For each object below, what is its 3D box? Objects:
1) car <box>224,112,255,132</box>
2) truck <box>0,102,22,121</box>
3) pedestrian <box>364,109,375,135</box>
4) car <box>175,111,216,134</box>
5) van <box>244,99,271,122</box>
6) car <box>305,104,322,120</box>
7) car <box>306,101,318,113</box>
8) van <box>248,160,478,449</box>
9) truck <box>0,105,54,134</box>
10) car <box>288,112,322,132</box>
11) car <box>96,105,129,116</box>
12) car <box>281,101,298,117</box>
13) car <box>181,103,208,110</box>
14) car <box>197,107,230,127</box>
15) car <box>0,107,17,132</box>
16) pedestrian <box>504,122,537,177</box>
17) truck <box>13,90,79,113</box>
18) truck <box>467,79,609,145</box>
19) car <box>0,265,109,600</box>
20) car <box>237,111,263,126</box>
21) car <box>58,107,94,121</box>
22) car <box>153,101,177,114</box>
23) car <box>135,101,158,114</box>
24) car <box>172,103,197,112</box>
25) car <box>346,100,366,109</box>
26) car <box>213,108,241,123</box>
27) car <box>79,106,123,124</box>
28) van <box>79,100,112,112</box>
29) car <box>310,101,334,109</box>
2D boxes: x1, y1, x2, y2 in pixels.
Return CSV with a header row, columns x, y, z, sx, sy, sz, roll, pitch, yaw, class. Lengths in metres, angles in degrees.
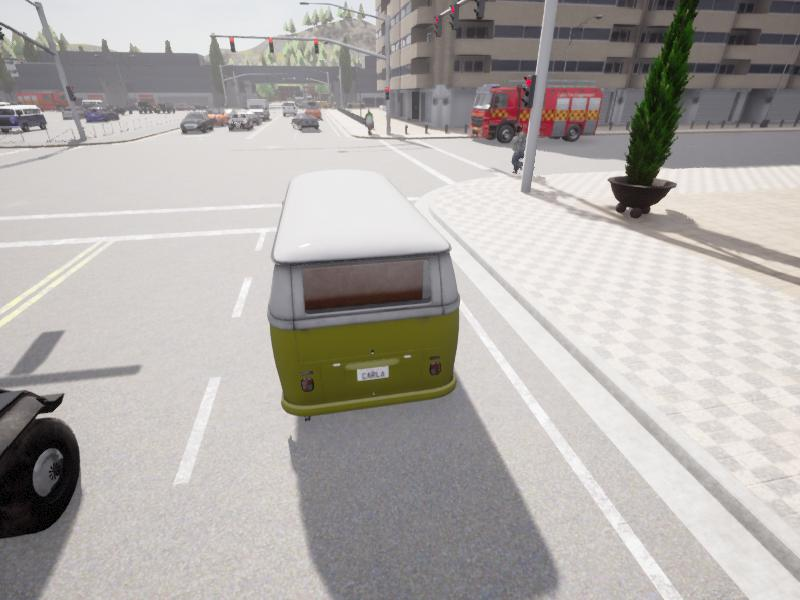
x,y,z,sx,sy,sz,roll,pitch,yaw,class
-15.224,-17.047,38.183,1.970,1.475,3.806,-5,28,-10,car
-50.565,-23.776,50.343,2.069,2.038,4.478,-5,28,-10,truck
-2.395,-14.014,31.457,0.751,1.860,0.751,-6,28,-11,pedestrian
-18.345,-16.092,36.169,2.033,1.649,4.856,-5,28,-10,car
-18.384,-24.613,51.870,2.351,2.431,6.366,-5,28,-10,van
-11.691,-25.352,53.989,2.097,1.767,4.553,-5,28,-10,car
-16.088,-35.340,73.344,1.905,1.878,3.866,-5,28,-10,car
-0.681,-0.529,5.469,1.775,1.987,4.442,-5,28,-10,van
-32.344,-15.443,34.104,2.069,2.038,4.478,-5,28,-10,truck
-9.255,-17.228,38.618,2.033,1.411,5.357,-12,29,-21,car
-44.212,-29.217,61.640,2.033,1.415,5.357,-5,28,-10,car
-17.261,-30.004,62.780,2.150,2.045,5.566,-5,28,-10,car
-44.635,-41.907,86.779,4.718,1.301,1.895,-5,28,-9,car
-19.895,-19.674,42.955,2.097,1.767,4.553,-5,28,-10,car
-35.170,-15.069,33.586,1.932,1.855,4.605,-5,28,-10,car
4.552,-5.723,15.196,0.751,1.860,0.751,18,32,31,pedestrian
-67.364,-37.968,76.389,8.468,3.827,2.891,-5,28,-9,truck
9.339,-13.069,27.717,8.468,3.827,2.891,-5,28,-10,truck
-3.361,1.529,1.573,1.905,1.878,3.866,-5,28,-10,car
-16.648,-20.220,44.476,1.994,1.385,4.181,-5,28,-10,car
-42.057,-24.269,52.025,1.970,1.475,3.806,-5,28,-10,car
-39.952,-32.792,68.073,1.932,1.855,4.605,-5,28,-10,car
-42.801,-32.554,67.622,1.905,1.878,3.866,-5,28,-10,car
-43.409,-38.795,80.630,3.806,1.475,1.970,-5,28,-10,car
-10.531,-46.982,95.979,4.605,1.855,1.932,-5,28,-10,car
-21.409,-22.960,49.693,2.163,1.488,4.792,-5,28,-10,car
-35.286,-21.951,47.348,2.242,1.667,4.611,-5,28,-10,car
-61.568,-39.254,80.848,4.480,2.038,2.069,-5,28,-9,van
-18.583,-46.511,95.445,5.008,1.535,1.882,8,28,15,car
